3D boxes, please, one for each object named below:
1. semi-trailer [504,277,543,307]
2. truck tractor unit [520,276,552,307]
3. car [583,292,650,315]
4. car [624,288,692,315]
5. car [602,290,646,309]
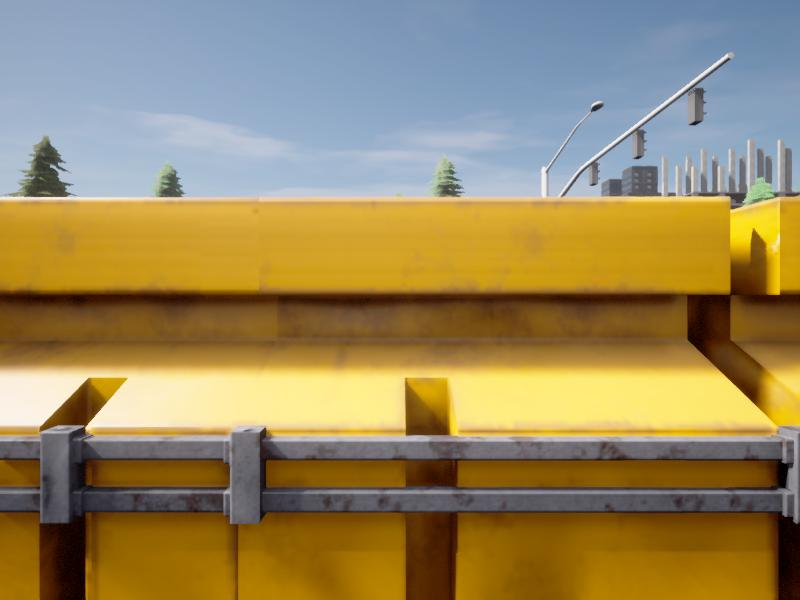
[{"bbox_3d":[20.134,-1.220,66.300,2.717,4.402,14.254,0,0,3],"label":"semi-trailer"},{"bbox_3d":[19.716,-1.128,58.401,3.053,4.208,6.516,0,0,5],"label":"truck tractor unit"},{"bbox_3d":[14.937,0.233,27.992,2.128,1.511,4.902,0,0,2],"label":"car"},{"bbox_3d":[18.474,0.091,28.975,2.097,1.767,4.553,0,0,2],"label":"car"},{"bbox_3d":[26.031,-0.036,46.708,2.150,2.045,5.566,0,0,2],"label":"car"}]
